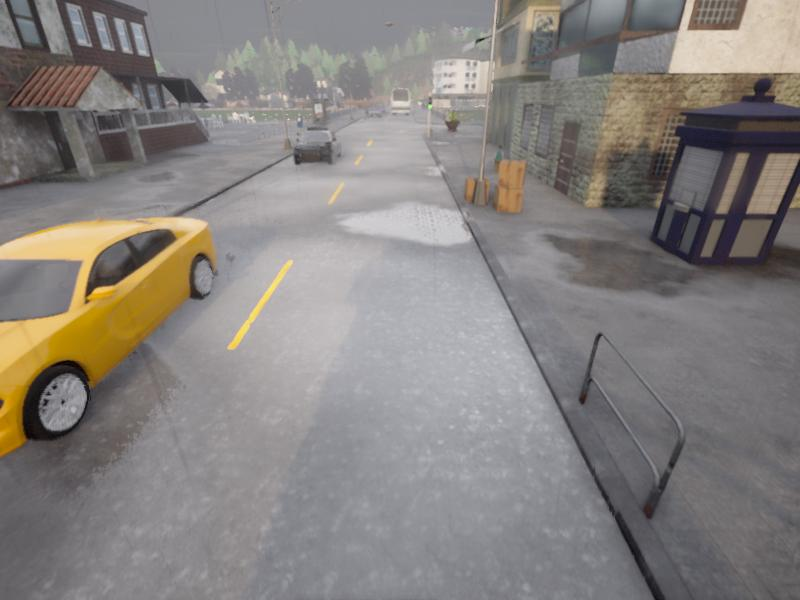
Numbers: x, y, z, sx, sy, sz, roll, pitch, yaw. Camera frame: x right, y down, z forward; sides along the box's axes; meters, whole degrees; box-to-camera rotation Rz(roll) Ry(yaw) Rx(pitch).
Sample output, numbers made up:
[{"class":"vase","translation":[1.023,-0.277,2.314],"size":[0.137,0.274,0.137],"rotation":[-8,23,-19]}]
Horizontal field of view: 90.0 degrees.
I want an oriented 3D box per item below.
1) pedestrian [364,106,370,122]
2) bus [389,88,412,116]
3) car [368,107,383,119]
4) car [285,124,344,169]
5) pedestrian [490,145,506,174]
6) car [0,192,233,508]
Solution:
[{"class":"pedestrian","translation":[-4.330,-24.549,52.807],"size":[0.751,1.860,0.751],"rotation":[-2,27,-3]},{"class":"bus","translation":[0.074,-36.131,72.957],"size":[3.944,4.253,10.273],"rotation":[0,27,0]},{"class":"car","translation":[-3.859,-29.584,63.232],"size":[2.033,1.411,5.357],"rotation":[0,27,0]},{"class":"car","translation":[-4.198,-8.032,20.668],"size":[1.930,1.638,5.238],"rotation":[0,27,0]},{"class":"pedestrian","translation":[4.122,-5.924,16.843],"size":[0.500,1.100,0.500],"rotation":[7,28,14]},{"class":"car","translation":[-4.208,-0.097,5.202],"size":[1.882,1.535,5.008],"rotation":[0,27,1]}]
